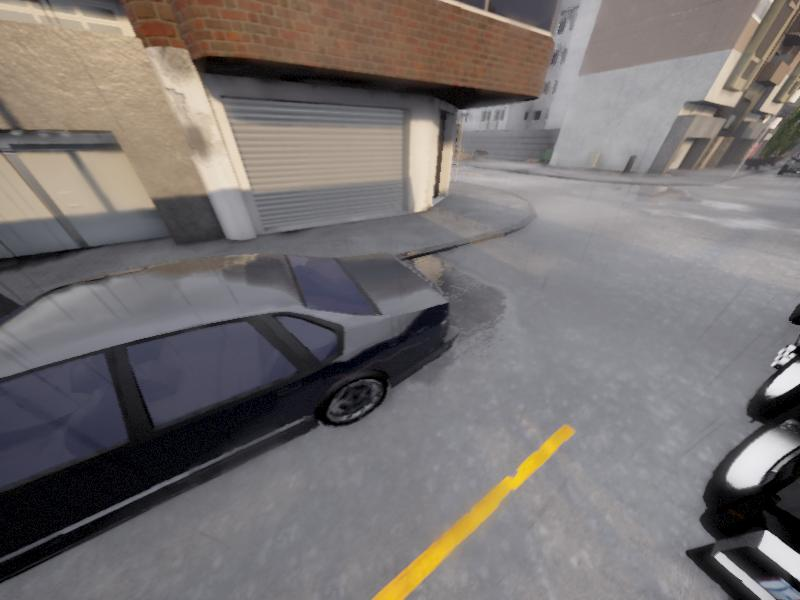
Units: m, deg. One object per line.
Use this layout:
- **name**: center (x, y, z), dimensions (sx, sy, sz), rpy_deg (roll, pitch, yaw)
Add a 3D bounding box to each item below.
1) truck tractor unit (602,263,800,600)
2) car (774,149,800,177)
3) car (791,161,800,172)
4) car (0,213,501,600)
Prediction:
- **truck tractor unit**: center (5.110, -0.301, 0.786), dimensions (6.516, 4.208, 3.053), rpy_deg (-18, 39, -24)
- **car**: center (33.625, -11.224, 18.887), dimensions (4.553, 1.767, 2.097), rpy_deg (-18, 39, -24)
- **car**: center (39.785, -13.143, 21.890), dimensions (5.366, 1.575, 1.801), rpy_deg (-18, 39, -24)
- **car**: center (-1.988, 0.550, 1.978), dimensions (5.357, 1.411, 2.033), rpy_deg (-18, 39, -24)
